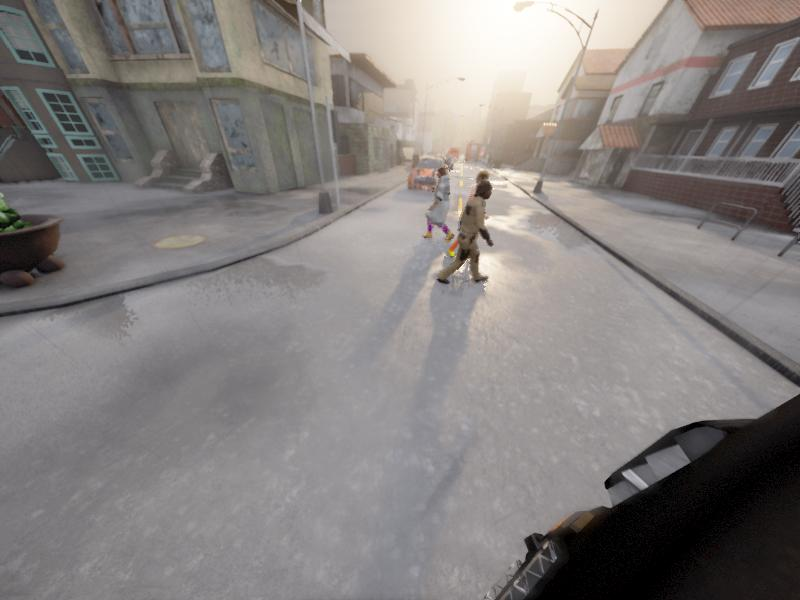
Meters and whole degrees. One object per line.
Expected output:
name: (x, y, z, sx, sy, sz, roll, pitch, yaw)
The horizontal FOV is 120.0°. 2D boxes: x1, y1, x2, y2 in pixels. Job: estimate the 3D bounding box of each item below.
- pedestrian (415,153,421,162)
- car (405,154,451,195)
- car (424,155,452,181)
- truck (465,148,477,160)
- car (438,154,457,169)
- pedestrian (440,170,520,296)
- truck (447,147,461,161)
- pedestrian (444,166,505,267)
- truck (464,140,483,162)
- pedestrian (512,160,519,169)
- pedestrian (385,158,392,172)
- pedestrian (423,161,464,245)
pedestrian: (2.946, -23.542, 38.151, 0.751, 1.300, 0.751, -6, 35, -13)
car: (1.872, -7.952, 14.397, 2.097, 1.767, 4.553, 9, 34, 10)
car: (3.329, -11.377, 19.823, 1.851, 1.617, 3.988, 9, 34, 9)
truck: (19.116, -39.522, 62.492, 2.627, 2.467, 5.204, 9, 34, 9)
car: (6.430, -18.764, 31.228, 2.038, 1.542, 4.974, 9, 34, 10)
pedestrian: (1.210, -1.082, 3.907, 0.751, 1.860, 0.751, 3, 34, 1)
truck: (12.157, -32.812, 51.913, 2.627, 2.467, 5.204, 9, 34, 9)
pedestrian: (1.559, -1.788, 4.994, 0.751, 1.860, 0.751, 18, 37, 22)
truck: (16.473, -33.684, 52.303, 2.891, 3.827, 8.468, 9, 34, 9)
pedestrian: (16.177, -19.019, 32.439, 0.500, 1.100, 0.500, 10, 34, 11)
pedestrian: (-1.072, -12.691, 21.722, 0.500, 1.100, 0.500, 9, 34, 9)
pedestrian: (1.088, -2.508, 6.046, 0.751, 1.860, 0.751, 6, 34, 6)
